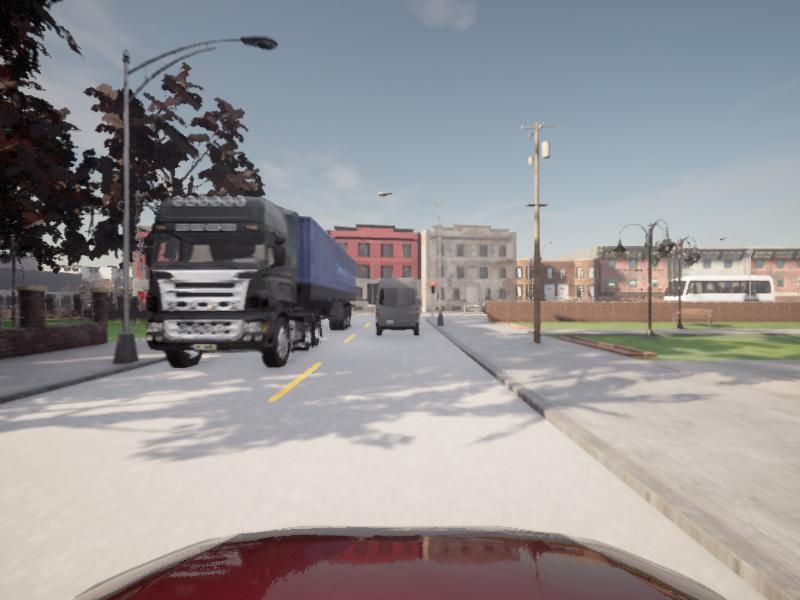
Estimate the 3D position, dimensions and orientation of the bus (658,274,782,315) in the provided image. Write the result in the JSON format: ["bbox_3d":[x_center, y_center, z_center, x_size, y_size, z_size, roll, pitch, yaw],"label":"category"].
[{"bbox_3d":[34.464,-0.527,43.496,10.273,4.253,3.944,0,0,0],"label":"bus"}]

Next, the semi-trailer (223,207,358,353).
[{"bbox_3d":[-4.080,-0.614,19.270,2.717,4.402,14.254,0,0,-1],"label":"semi-trailer"}]

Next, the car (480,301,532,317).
[{"bbox_3d":[10.414,0.876,39.621,4.674,1.442,1.812,0,0,0],"label":"car"}]

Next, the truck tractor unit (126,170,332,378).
[{"bbox_3d":[-4.018,-0.520,11.358,3.053,4.208,6.516,0,0,0],"label":"truck tractor unit"}]

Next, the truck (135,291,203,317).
[{"bbox_3d":[-22.748,0.361,39.589,5.204,2.467,2.627,0,0,-1],"label":"truck"}]

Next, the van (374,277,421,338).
[{"bbox_3d":[-0.069,0.325,19.880,1.988,2.561,5.915,0,0,1],"label":"van"}]
